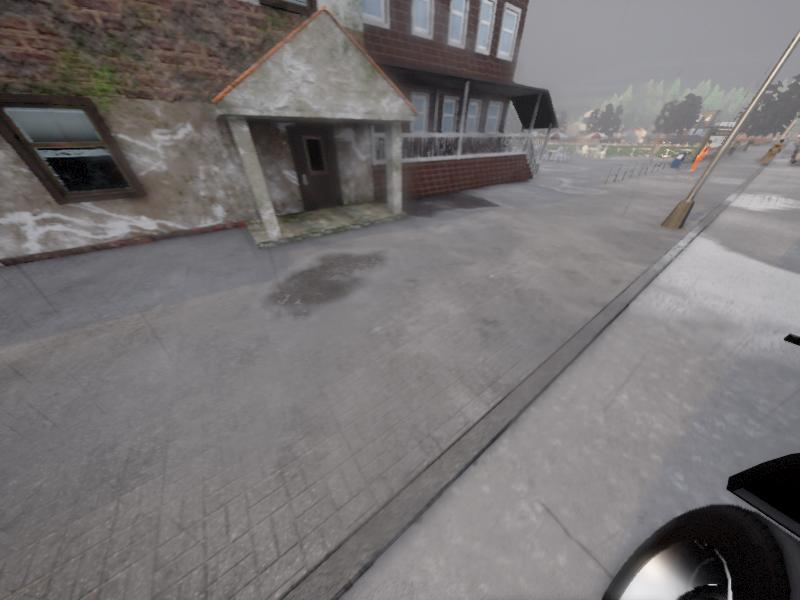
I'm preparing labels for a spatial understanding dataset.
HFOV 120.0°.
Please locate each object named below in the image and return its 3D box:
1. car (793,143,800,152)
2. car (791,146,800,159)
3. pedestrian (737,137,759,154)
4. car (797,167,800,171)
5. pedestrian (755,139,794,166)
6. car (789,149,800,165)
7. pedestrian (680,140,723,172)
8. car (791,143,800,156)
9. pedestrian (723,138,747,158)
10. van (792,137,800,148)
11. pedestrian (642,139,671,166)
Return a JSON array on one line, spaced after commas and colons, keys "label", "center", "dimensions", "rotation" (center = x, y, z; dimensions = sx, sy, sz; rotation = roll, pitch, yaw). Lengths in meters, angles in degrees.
[{"label": "car", "center": [63.650, -23.988, 36.060], "dimensions": [4.892, 1.490, 1.837], "rotation": [-22, 41, -28]}, {"label": "car", "center": [48.162, -17.549, 27.063], "dimensions": [4.892, 1.490, 1.837], "rotation": [-23, 41, -28]}, {"label": "pedestrian", "center": [48.249, -21.421, 32.001], "dimensions": [0.751, 1.860, 0.751], "rotation": [-16, 38, -21]}, {"label": "car", "center": [30.348, -9.133, 15.278], "dimensions": [2.128, 1.511, 4.902], "rotation": [19, 40, 26]}, {"label": "pedestrian", "center": [31.274, -12.364, 19.318], "dimensions": [0.751, 1.860, 0.751], "rotation": [-11, 37, -15]}, {"label": "car", "center": [38.064, -13.267, 21.256], "dimensions": [4.718, 1.301, 1.895], "rotation": [-23, 41, -28]}, {"label": "pedestrian", "center": [20.667, -9.888, 15.894], "dimensions": [0.751, 1.860, 0.751], "rotation": [-4, 35, -6]}, {"label": "car", "center": [55.072, -20.384, 31.111], "dimensions": [5.357, 1.411, 2.033], "rotation": [-23, 41, -28]}, {"label": "pedestrian", "center": [38.114, -17.349, 26.317], "dimensions": [0.751, 1.860, 0.751], "rotation": [-23, 41, -29]}, {"label": "van", "center": [86.492, -33.550, 48.605], "dimensions": [6.366, 2.431, 2.351], "rotation": [-29, 44, -34]}, {"label": "pedestrian", "center": [21.780, -12.542, 19.681], "dimensions": [0.751, 1.860, 0.751], "rotation": [14, 38, 19]}]
